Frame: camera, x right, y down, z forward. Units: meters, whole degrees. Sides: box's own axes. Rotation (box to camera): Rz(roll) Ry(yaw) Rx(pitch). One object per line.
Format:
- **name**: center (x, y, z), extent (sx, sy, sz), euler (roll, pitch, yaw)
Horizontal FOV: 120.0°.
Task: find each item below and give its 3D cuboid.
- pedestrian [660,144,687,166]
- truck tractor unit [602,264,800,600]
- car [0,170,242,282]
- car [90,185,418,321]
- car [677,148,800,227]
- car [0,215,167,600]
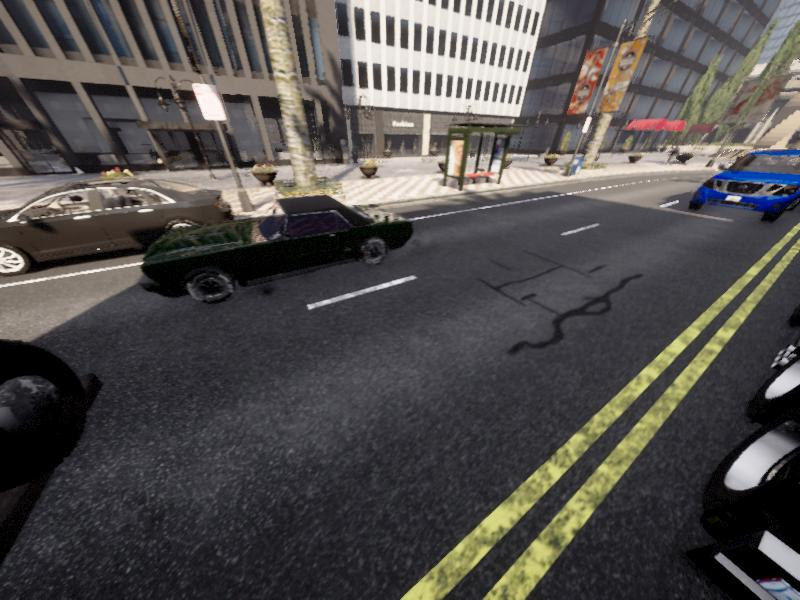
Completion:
- **pedestrian**: center (27.576, -14.596, 23.303), extent (0.751, 1.860, 0.751), euler (-1, 35, -3)
- **truck tractor unit**: center (5.111, -0.300, 0.787), extent (6.516, 4.208, 3.053), euler (-18, 39, -24)
- **car**: center (-6.824, -1.966, 5.428), extent (4.892, 1.521, 2.231), euler (-18, 39, -24)
- **car**: center (-2.159, -1.349, 4.792), extent (4.718, 1.301, 1.895), euler (-18, 39, -24)
- **car**: center (13.841, -4.509, 8.823), extent (5.566, 2.045, 2.150), euler (-17, 38, -24)
- **car**: center (-3.766, 1.237, 0.539), extent (3.866, 1.878, 1.905), euler (-18, 39, -24)
